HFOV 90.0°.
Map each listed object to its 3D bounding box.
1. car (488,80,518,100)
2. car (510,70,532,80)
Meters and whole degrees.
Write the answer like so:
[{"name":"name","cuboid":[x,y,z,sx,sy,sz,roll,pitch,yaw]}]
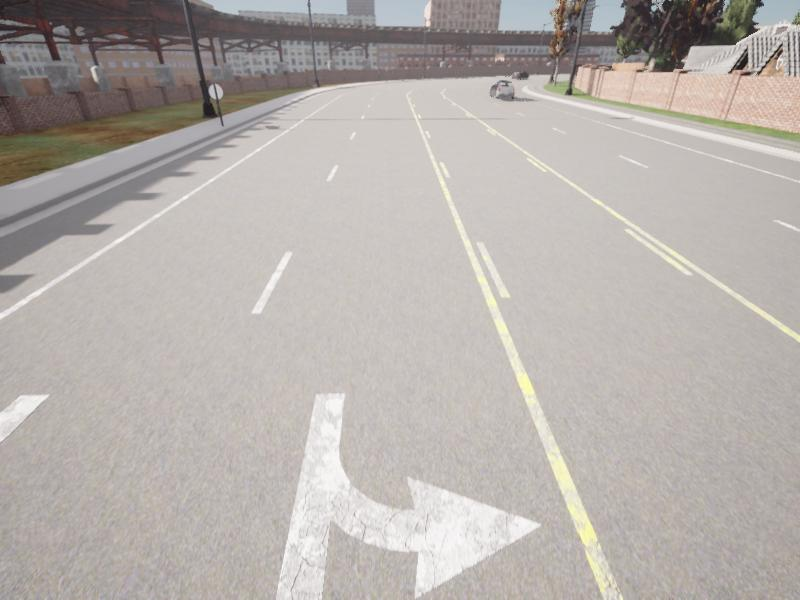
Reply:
[{"name":"car","cuboid":[9.688,-19.988,38.001,1.845,1.501,3.633,0,31,0]},{"name":"car","cuboid":[21.770,-40.470,71.919,3.705,1.549,1.789,-26,39,-36]}]
